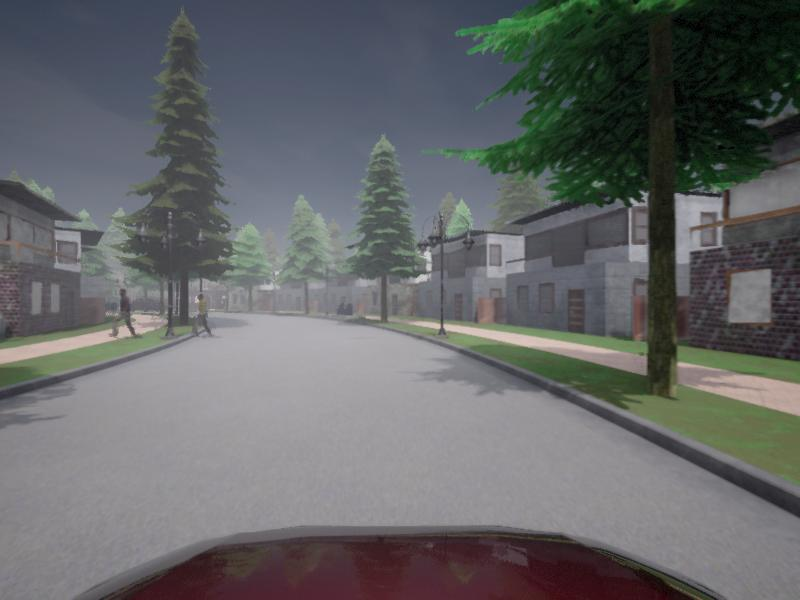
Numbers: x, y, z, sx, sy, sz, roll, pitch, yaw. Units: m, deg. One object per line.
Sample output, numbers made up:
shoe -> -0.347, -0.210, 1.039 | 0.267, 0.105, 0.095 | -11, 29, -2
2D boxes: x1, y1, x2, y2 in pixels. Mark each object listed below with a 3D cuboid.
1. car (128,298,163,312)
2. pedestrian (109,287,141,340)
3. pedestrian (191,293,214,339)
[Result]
car -> -35.642, 0.643, 56.042 | 4.605, 1.855, 1.932 | 0, 0, 23
pedestrian -> -9.963, 0.483, 14.480 | 0.751, 1.860, 0.751 | 0, 0, 37
pedestrian -> -8.168, 0.634, 16.554 | 0.751, 1.860, 0.751 | 0, 0, -33
